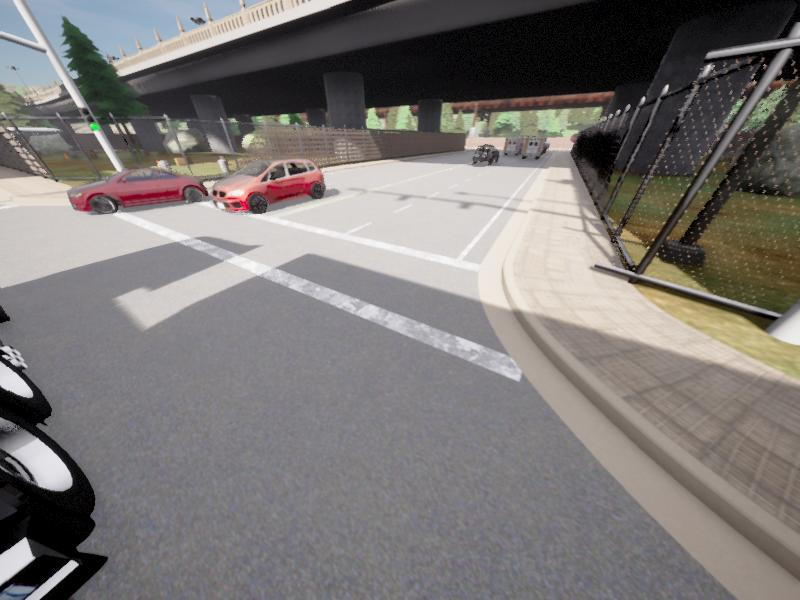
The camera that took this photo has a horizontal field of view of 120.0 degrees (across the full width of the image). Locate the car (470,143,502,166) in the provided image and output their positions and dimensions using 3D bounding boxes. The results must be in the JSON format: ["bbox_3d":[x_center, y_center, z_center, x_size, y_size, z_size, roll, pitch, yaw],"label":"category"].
[{"bbox_3d":[9.323,-15.660,24.798,1.932,1.855,4.605,18,39,24],"label":"car"}]

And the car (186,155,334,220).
[{"bbox_3d":[-5.369,-4.969,9.726,2.242,1.667,4.611,18,39,24],"label":"car"}]

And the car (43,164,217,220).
[{"bbox_3d":[-10.576,-4.642,9.519,1.994,1.385,4.181,28,44,34],"label":"car"}]

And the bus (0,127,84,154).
[{"bbox_3d":[-75.810,-33.312,48.201,3.944,4.253,10.273,18,39,24],"label":"bus"}]

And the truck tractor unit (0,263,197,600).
[{"bbox_3d":[-5.113,-0.297,0.786,6.516,4.208,3.053,18,39,24],"label":"truck tractor unit"}]
